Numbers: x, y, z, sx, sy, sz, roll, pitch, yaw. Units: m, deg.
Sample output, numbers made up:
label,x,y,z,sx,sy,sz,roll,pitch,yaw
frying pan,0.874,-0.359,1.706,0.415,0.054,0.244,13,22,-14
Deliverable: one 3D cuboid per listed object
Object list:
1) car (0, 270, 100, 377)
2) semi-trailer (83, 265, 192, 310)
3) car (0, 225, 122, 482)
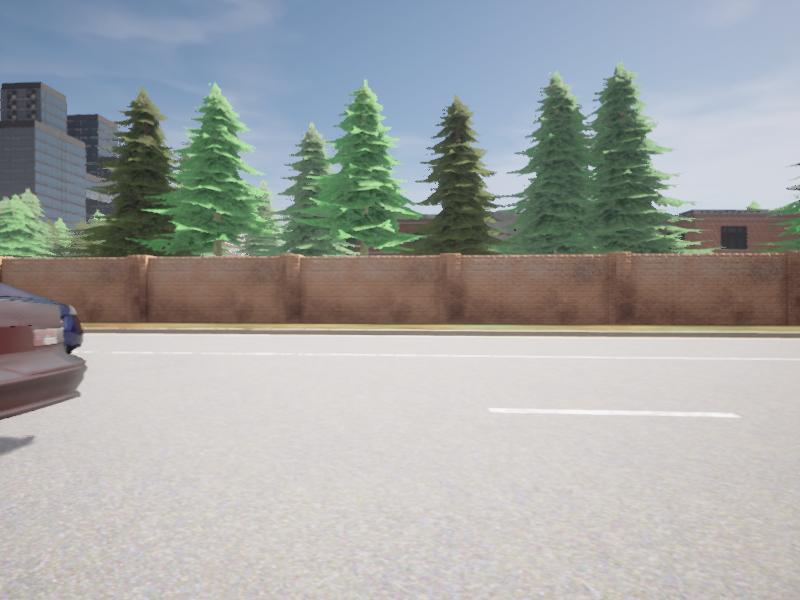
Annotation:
label,x,y,z,sx,sy,sz,roll,pitch,yaw
car,-7.217,0.304,5.908,4.181,1.385,1.994,0,0,4
semi-trailer,-29.764,-1.227,46.826,2.717,4.402,14.254,0,0,4
car,-4.871,0.292,2.237,5.357,1.411,2.033,0,0,4
